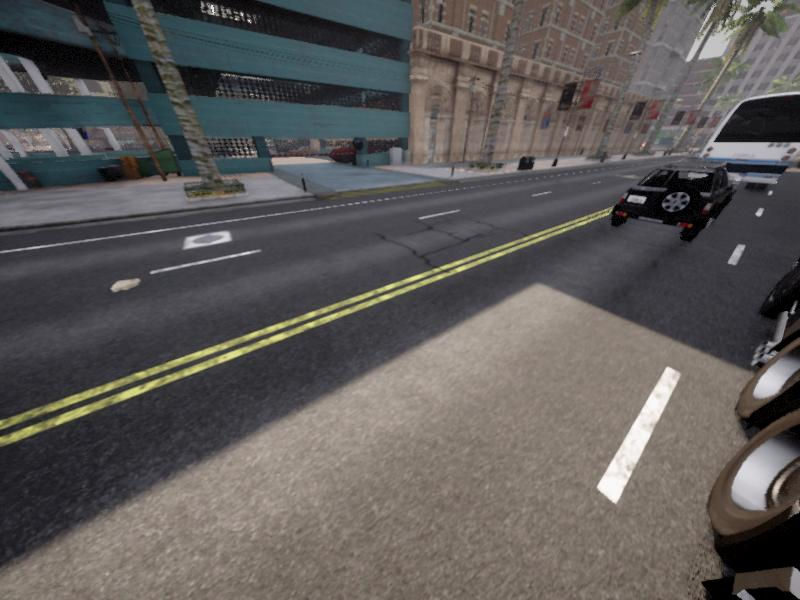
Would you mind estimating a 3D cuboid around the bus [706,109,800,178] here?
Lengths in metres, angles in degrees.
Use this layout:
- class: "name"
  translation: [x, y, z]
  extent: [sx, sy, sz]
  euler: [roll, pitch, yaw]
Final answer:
- class: "bus"
  translation: [32.420, -13.710, 20.371]
  extent: [10.273, 4.253, 3.944]
  euler: [-22, 40, -28]

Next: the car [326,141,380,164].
- class: "car"
  translation: [-5.392, -17.516, 27.326]
  extent: [5.566, 2.045, 2.435]
  euler: [-22, 40, -28]

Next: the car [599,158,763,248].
- class: "car"
  translation: [8.691, -3.254, 7.162]
  extent: [4.605, 1.855, 1.932]
  euler: [-20, 40, -29]

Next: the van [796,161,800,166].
- class: "van"
  translation: [50.305, -17.551, 27.542]
  extent: [5.915, 2.561, 1.988]
  euler: [-21, 40, -28]

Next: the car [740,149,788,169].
- class: "car"
  translation: [40.650, -15.810, 25.777]
  extent: [5.027, 1.651, 2.152]
  euler: [-22, 40, -28]

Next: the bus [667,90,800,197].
- class: "bus"
  translation: [22.084, -9.611, 14.372]
  extent: [10.273, 4.253, 3.944]
  euler: [-22, 40, -28]

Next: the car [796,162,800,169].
- class: "car"
  translation: [44.118, -14.711, 24.278]
  extent: [4.974, 1.542, 2.038]
  euler: [-22, 40, -28]

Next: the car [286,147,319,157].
- class: "car"
  translation: [-16.684, -25.506, 39.645]
  extent: [4.718, 1.301, 1.895]
  euler: [-22, 40, -28]

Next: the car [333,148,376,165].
- class: "car"
  translation: [-5.345, -17.212, 27.576]
  extent: [4.514, 1.523, 2.007]
  euler: [-22, 40, -28]

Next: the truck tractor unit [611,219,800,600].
- class: "truck tractor unit"
  translation: [5.031, -0.371, 0.896]
  extent: [6.516, 4.208, 3.053]
  euler: [-21, 40, -28]

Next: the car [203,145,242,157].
- class: "car"
  translation: [-30.129, -25.450, 39.345]
  extent: [4.902, 1.511, 2.128]
  euler: [-22, 40, -28]
